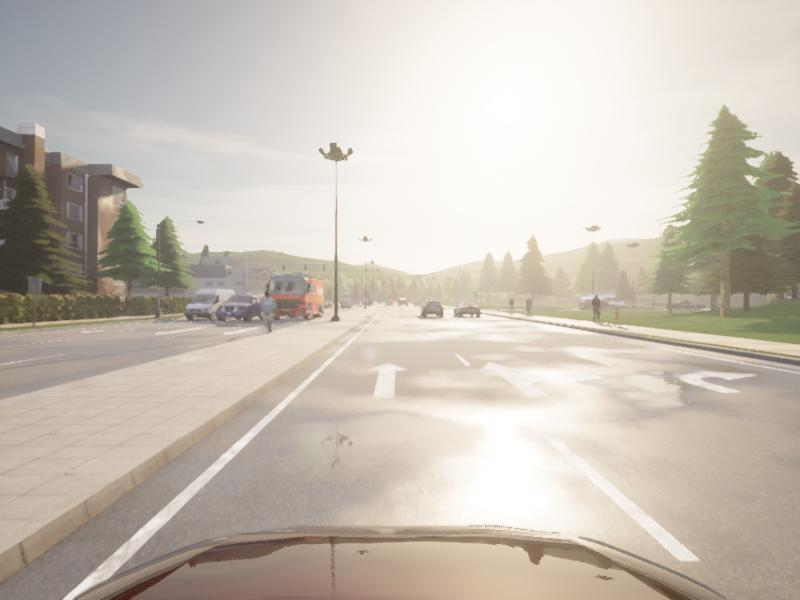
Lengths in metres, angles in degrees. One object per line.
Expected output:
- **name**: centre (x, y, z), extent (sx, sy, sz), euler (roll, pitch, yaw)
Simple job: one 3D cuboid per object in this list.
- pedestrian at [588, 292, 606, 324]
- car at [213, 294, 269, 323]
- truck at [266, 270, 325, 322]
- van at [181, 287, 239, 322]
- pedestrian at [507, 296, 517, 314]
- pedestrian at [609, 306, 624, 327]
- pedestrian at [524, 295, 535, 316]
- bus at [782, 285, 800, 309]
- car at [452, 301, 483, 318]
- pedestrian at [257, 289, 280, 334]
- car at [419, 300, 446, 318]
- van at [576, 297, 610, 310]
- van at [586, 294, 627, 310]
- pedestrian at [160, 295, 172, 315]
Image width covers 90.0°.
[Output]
- **pedestrian**: centre (11.873, 0.483, 24.120), extent (0.751, 1.860, 0.751), euler (0, 0, 0)
- **car**: centre (-11.868, 0.580, 30.388), extent (2.150, 2.045, 5.566), euler (0, 0, -1)
- **truck**: centre (-8.413, -0.307, 33.472), extent (2.891, 3.827, 8.468), euler (0, 0, -1)
- **van**: centre (-15.402, 0.335, 32.834), extent (1.988, 2.561, 5.915), euler (0, 0, -1)
- **pedestrian**: centre (11.589, 0.490, 41.395), extent (0.751, 1.860, 0.751), euler (0, 0, -4)
- **pedestrian**: centre (11.399, 0.862, 21.065), extent (0.500, 1.100, 0.500), euler (0, 0, 2)
- **pedestrian**: centre (11.795, 0.488, 36.502), extent (0.751, 1.860, 0.751), euler (0, 0, -2)
- **bus**: centre (74.877, -0.511, 71.046), extent (10.273, 4.253, 3.944), euler (0, 0, 0)
- **car**: centre (6.500, 0.842, 39.171), extent (2.038, 1.542, 4.974), euler (0, 0, -1)
- **pedestrian**: centre (-5.589, 0.492, 17.046), extent (0.751, 1.860, 0.751), euler (0, 0, 0)
- **car**: centre (3.039, 0.793, 38.575), extent (2.033, 1.649, 4.856), euler (0, 0, -2)
- **van**: centre (30.797, 0.599, 63.825), extent (4.480, 2.038, 2.069), euler (0, 0, 0)
- **van**: centre (34.757, 0.327, 67.329), extent (5.915, 2.561, 1.988), euler (0, 0, 0)
- **pedestrian**: centre (-22.059, 0.500, 37.709), extent (0.751, 1.860, 0.751), euler (0, 0, -2)
